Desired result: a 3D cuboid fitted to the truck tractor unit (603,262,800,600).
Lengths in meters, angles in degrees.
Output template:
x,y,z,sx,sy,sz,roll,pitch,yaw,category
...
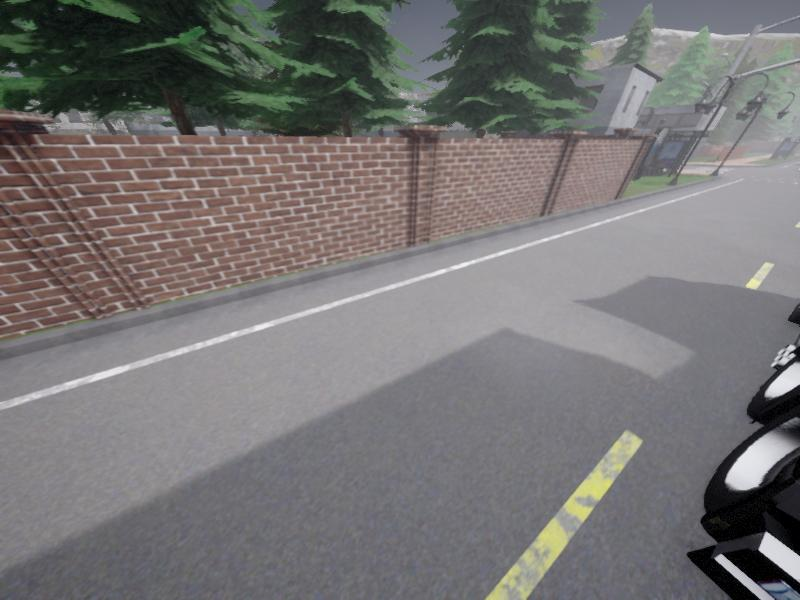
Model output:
x,y,z,sx,sy,sz,roll,pitch,yaw,category
5.105,-0.306,0.789,6.516,4.208,3.053,-18,39,-24,truck tractor unit
